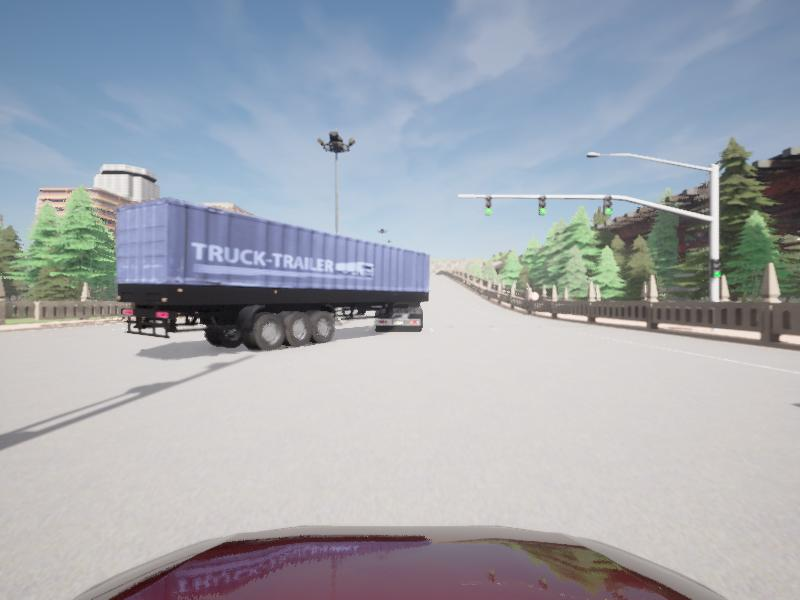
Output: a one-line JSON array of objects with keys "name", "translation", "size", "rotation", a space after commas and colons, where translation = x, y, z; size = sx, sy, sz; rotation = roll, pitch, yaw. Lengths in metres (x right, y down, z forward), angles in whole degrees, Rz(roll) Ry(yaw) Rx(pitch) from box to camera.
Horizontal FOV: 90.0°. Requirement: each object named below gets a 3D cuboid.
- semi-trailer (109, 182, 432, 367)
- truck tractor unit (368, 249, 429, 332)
[{"name": "semi-trailer", "translation": [-3.097, -0.607, 16.335], "size": [2.717, 4.402, 14.254], "rotation": [2, 1, 31]}, {"name": "truck tractor unit", "translation": [-0.032, -0.487, 23.428], "size": [3.053, 4.208, 6.516], "rotation": [0, 0, 1]}]
